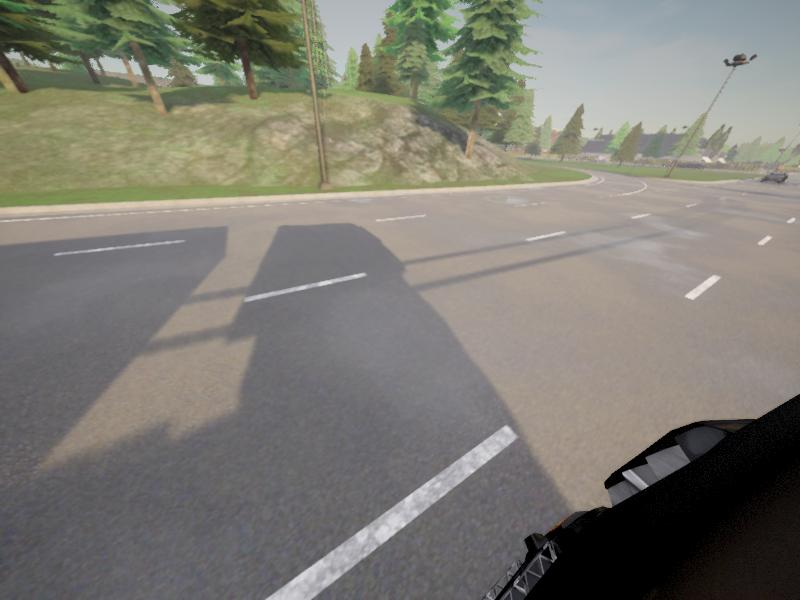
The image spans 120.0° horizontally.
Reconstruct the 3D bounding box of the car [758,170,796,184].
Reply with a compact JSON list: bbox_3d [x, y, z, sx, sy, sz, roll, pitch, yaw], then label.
[{"bbox_3d":[56.844,-18.573,34.861,4.902,1.511,2.128,-16,38,-26],"label":"car"}]
